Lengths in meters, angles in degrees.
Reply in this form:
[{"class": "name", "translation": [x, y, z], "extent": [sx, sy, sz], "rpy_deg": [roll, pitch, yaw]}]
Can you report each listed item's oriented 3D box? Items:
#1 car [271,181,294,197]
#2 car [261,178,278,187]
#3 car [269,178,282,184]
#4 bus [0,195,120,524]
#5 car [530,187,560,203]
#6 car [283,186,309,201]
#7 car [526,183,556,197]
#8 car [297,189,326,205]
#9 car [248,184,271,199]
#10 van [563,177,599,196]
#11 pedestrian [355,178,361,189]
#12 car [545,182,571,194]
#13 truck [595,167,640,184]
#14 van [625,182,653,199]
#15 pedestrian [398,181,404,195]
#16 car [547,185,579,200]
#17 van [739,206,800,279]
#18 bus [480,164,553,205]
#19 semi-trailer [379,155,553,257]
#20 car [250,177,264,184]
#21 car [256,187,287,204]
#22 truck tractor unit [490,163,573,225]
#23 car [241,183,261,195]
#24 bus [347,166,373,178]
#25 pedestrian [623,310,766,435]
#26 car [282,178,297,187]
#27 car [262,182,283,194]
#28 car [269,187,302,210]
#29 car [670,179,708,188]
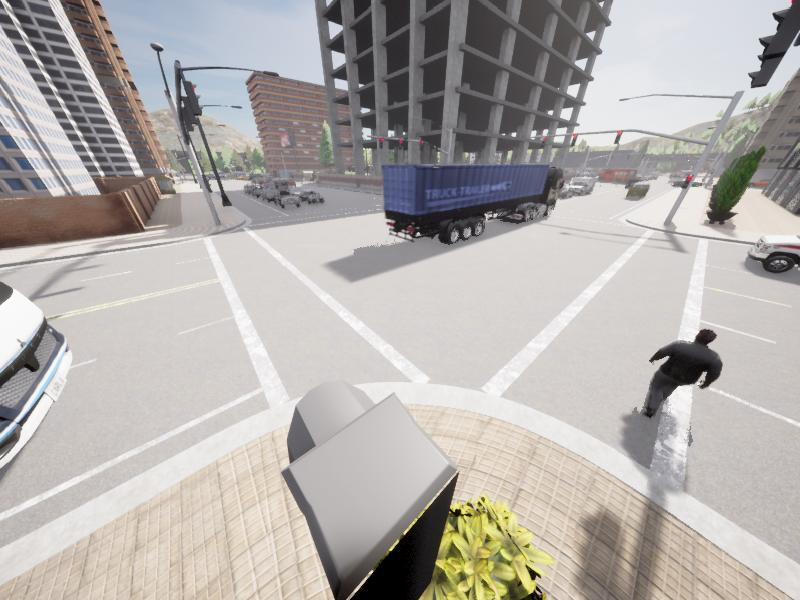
[{"class": "car", "translation": [-18.776, -17.815, 36.971], "extent": [1.905, 1.878, 3.866], "rpy_deg": [-23, 37, -34]}, {"class": "car", "translation": [-30.602, -27.593, 54.171], "extent": [2.033, 1.649, 4.856], "rpy_deg": [-22, 37, -34]}, {"class": "car", "translation": [-33.458, -31.920, 61.997], "extent": [1.895, 1.301, 4.718], "rpy_deg": [-22, 37, -34]}, {"class": "bus", "translation": [-9.885, 1.753, 0.719], "extent": [10.273, 4.253, 3.944], "rpy_deg": [-23, 37, -34]}, {"class": "car", "translation": [19.024, -13.768, 30.300], "extent": [3.705, 1.549, 1.789], "rpy_deg": [-23, 37, -34]}, {"class": "car", "translation": [-14.901, -15.280, 33.028], "extent": [1.812, 1.442, 4.674], "rpy_deg": [-22, 37, -34]}, {"class": "car", "translation": [22.490, -17.570, 36.767], "extent": [4.611, 1.667, 2.242], "rpy_deg": [-23, 37, -34]}, {"class": "car", "translation": [-11.249, -13.098, 29.215], "extent": [1.970, 1.475, 3.806], "rpy_deg": [-22, 37, -33]}, {"class": "car", "translation": [-21.131, -16.369, 34.750], "extent": [1.851, 1.617, 3.988], "rpy_deg": [-22, 37, -34]}, {"class": "van", "translation": [29.749, -18.670, 37.915], "extent": [6.366, 2.431, 2.351], "rpy_deg": [-23, 37, -34]}, {"class": "pedestrian", "translation": [-8.251, -23.147, 45.883], "extent": [0.751, 1.860, 0.751], "rpy_deg": [-21, 36, -32]}, {"class": "car", "translation": [27.903, -19.813, 40.743], "extent": [5.366, 1.575, 1.801], "rpy_deg": [-23, 37, -34]}, {"class": "truck", "translation": [58.950, -34.045, 63.086], "extent": [2.891, 3.827, 8.468], "rpy_deg": [-4, 30, -7]}, {"class": "van", "translation": [35.375, -16.272, 34.203], "extent": [4.442, 1.987, 1.775], "rpy_deg": [-23, 37, -34]}, {"class": "pedestrian", "translation": [0.152, -17.748, 36.537], "extent": [0.751, 1.860, 0.751], "rpy_deg": [-20, 36, -31]}, {"class": "car", "translation": [23.938, -15.821, 33.898], "extent": [4.902, 1.511, 2.128], "rpy_deg": [-23, 37, -34]}, {"class": "van", "translation": [18.458, -1.625, 8.393], "extent": [2.351, 2.431, 6.366], "rpy_deg": [-23, 37, -34]}, {"class": "bus", "translation": [15.792, -15.784, 31.093], "extent": [10.273, 4.253, 3.944], "rpy_deg": [-23, 37, -34]}, {"class": "semi-trailer", "translation": [5.293, -6.938, 15.599], "extent": [14.254, 4.402, 2.717], "rpy_deg": [-23, 37, -34]}, {"class": "car", "translation": [-39.141, -32.709, 63.132], "extent": [2.007, 1.525, 4.514], "rpy_deg": [-22, 37, -34]}, {"class": "car", "translation": [-17.016, -13.831, 30.482], "extent": [2.163, 1.488, 4.792], "rpy_deg": [-23, 37, -34]}, {"class": "truck tractor unit", "translation": [11.349, -9.407, 20.063], "extent": [6.516, 4.208, 3.053], "rpy_deg": [-23, 37, -34]}, {"class": "car", "translation": [-25.067, -18.693, 38.909], "extent": [1.816, 1.474, 4.193], "rpy_deg": [-22, 37, -34]}, {"class": "bus", "translation": [-16.947, -54.637, 98.379], "extent": [10.273, 4.253, 3.944], "rpy_deg": [-23, 37, -34]}, {"class": "pedestrian", "translation": [4.781, 1.242, 3.945], "extent": [0.751, 1.860, 0.751], "rpy_deg": [26, 39, 37]}, {"class": "car", "translation": [-25.844, -27.431, 53.964], "extent": [1.789, 1.549, 3.705], "rpy_deg": [-23, 37, -34]}, {"class": "car", "translation": [-22.848, -20.105, 41.335], "extent": [1.837, 1.490, 4.892], "rpy_deg": [-22, 37, -33]}, {"class": "car", "translation": [-13.065, -11.646, 26.299], "extent": [1.932, 1.855, 4.605], "rpy_deg": [-21, 36, -32]}, {"class": "car", "translation": [63.534, -25.677, 50.877], "extent": [4.514, 1.525, 2.007], "rpy_deg": [9, 31, 15]}]
